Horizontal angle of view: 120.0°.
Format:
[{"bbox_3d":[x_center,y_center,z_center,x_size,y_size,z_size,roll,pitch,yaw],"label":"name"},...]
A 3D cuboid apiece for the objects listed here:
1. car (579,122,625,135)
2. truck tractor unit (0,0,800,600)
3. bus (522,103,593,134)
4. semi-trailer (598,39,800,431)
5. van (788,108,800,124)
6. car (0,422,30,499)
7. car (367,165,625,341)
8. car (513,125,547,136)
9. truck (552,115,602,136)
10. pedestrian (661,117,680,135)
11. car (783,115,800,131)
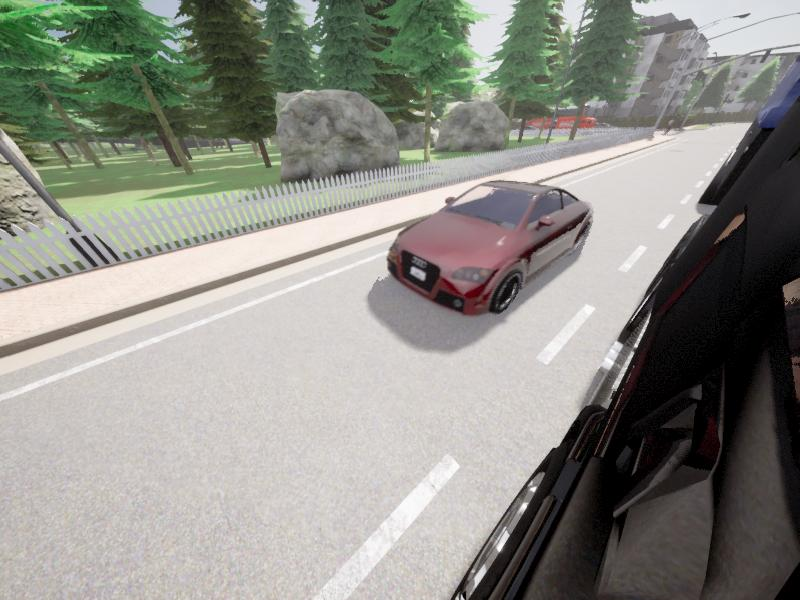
[{"bbox_3d":[31.963,-27.227,36.726,2.128,1.511,4.902,-26,43,-28],"label":"car"},{"bbox_3d":[2.645,-0.295,0.351,6.516,4.208,3.053,-28,44,-30],"label":"truck tractor unit"},{"bbox_3d":[30.855,-35.840,46.007,3.944,4.253,10.273,-26,43,-28],"label":"bus"},{"bbox_3d":[8.707,-3.602,4.215,14.254,4.402,2.717,-28,44,-30],"label":"semi-trailer"},{"bbox_3d":[71.317,-32.146,40.037,6.366,2.431,2.351,-19,40,-20],"label":"van"},{"bbox_3d":[-4.472,1.839,0.128,3.988,1.617,1.851,-27,43,-29],"label":"car"},{"bbox_3d":[1.793,-1.319,4.150,4.181,1.385,1.994,-27,43,-29],"label":"car"},{"bbox_3d":[23.188,-30.319,41.423,1.837,1.490,4.892,-26,43,-28],"label":"car"},{"bbox_3d":[27.675,-27.361,36.375,2.627,2.467,5.204,-26,43,-28],"label":"truck"},{"bbox_3d":[34.800,-22.382,29.744,0.751,1.860,0.751,-24,42,-26],"label":"pedestrian"},{"bbox_3d":[49.654,-20.928,27.183,2.007,1.525,4.514,-26,43,-28],"label":"car"}]
